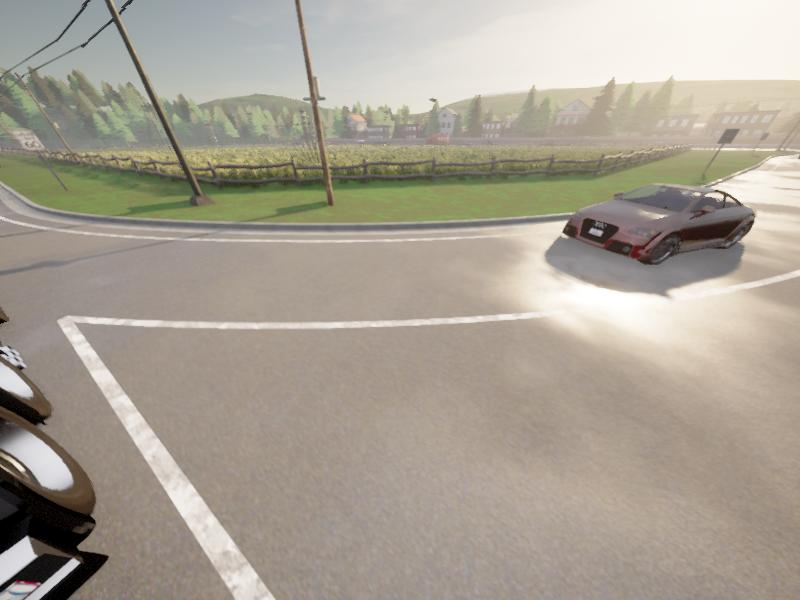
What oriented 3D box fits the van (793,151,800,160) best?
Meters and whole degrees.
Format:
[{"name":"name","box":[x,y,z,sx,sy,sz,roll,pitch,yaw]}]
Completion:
[{"name":"van","box":[49.984,-18.028,27.646,4.480,2.038,2.069,-21,40,-27]}]

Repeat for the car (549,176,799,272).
[{"name":"car","box":[6.402,-2.058,5.702,4.181,1.385,1.994,-10,36,-14]}]

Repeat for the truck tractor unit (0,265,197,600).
[{"name":"truck tractor unit","box":[-5.113,-0.299,0.777,6.516,4.208,3.053,18,39,24]}]

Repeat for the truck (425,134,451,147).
[{"name":"truck","box":[13.653,-58.229,84.164,8.468,3.827,2.891,19,39,26]}]

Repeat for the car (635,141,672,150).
[{"name":"car","box":[58.423,-35.675,53.334,5.366,1.575,1.801,19,39,26]}]
